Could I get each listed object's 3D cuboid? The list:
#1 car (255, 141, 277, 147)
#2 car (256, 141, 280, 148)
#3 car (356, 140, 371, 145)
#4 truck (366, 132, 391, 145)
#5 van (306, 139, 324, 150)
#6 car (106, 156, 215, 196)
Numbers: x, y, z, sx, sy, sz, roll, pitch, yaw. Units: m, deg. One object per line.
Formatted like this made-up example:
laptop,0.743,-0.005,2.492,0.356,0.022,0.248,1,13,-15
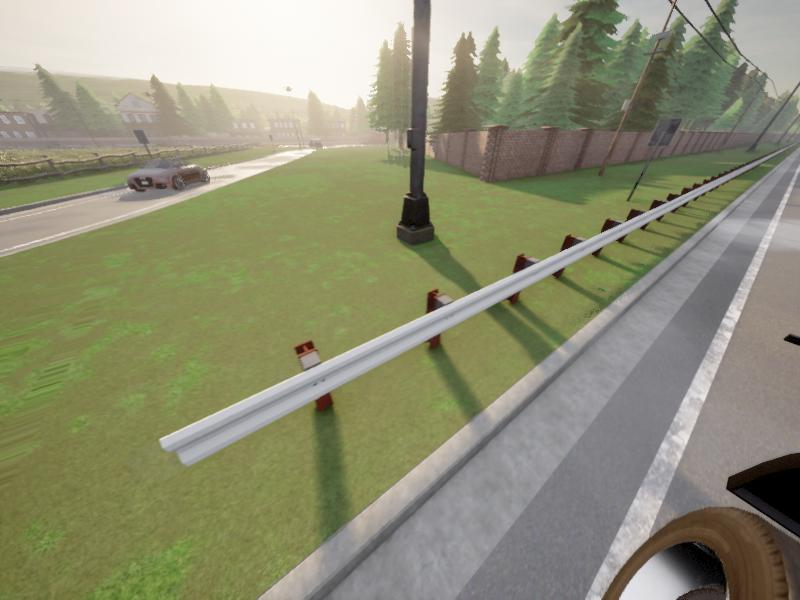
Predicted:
car,-39.851,-46.455,68.734,5.008,1.535,1.882,-22,40,-27
car,-36.139,-42.683,63.321,5.366,1.575,1.801,-22,40,-27
car,-13.536,-58.868,86.205,4.902,1.511,2.128,-22,40,-27
truck,-7.788,-59.682,85.241,8.468,3.827,2.891,-22,40,-27
van,-19.779,-36.368,53.844,2.069,2.038,4.480,3,35,5
car,-12.509,-6.871,12.556,1.994,1.385,4.181,-5,36,-7
